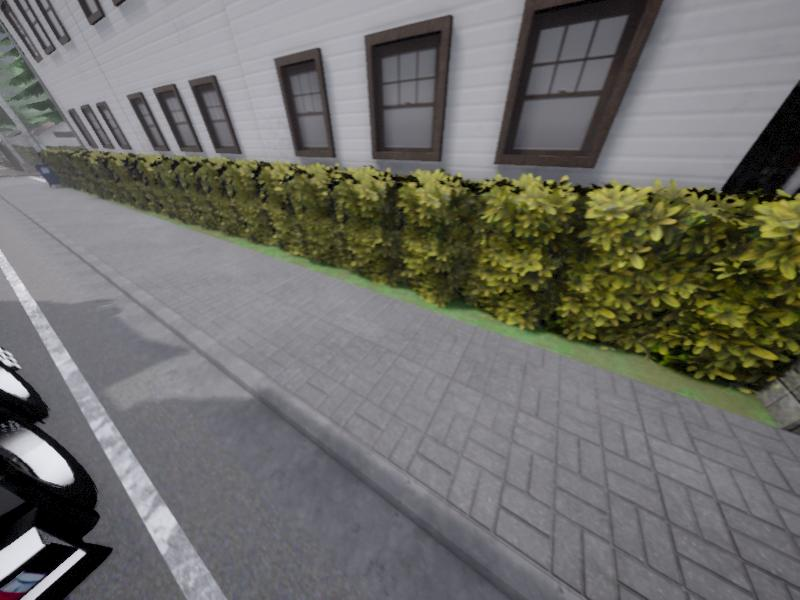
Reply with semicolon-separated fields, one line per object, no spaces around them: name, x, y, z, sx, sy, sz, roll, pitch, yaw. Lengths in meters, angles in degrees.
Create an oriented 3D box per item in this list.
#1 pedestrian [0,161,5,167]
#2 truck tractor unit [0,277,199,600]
pedestrian;-40.972;-14.307;22.987;0.751;1.860;0.751;-29;44;-35
truck tractor unit;-5.132;-0.280;0.746;6.516;4.208;3.053;17;39;23
